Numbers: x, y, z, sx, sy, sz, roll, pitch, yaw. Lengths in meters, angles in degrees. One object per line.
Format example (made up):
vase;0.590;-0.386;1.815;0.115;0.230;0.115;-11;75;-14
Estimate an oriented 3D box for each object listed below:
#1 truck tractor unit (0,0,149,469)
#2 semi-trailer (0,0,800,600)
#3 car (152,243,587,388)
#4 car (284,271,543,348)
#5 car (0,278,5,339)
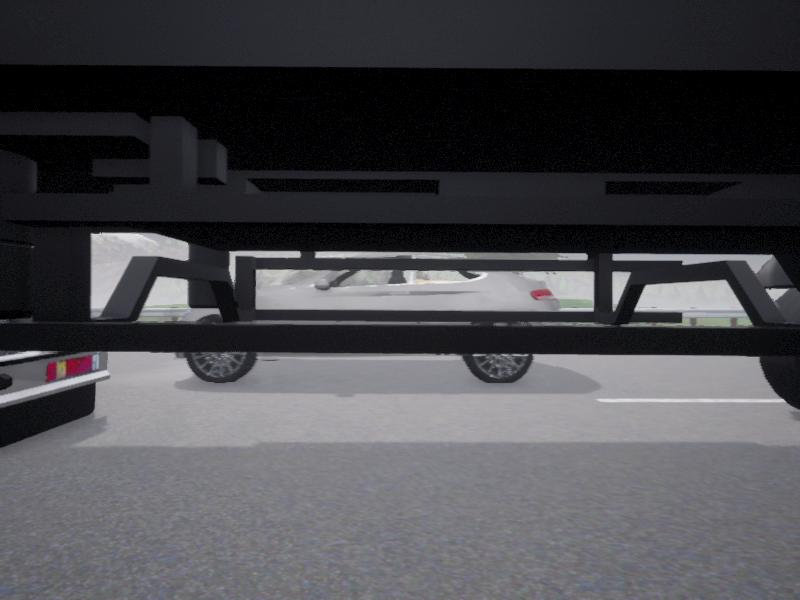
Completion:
truck tractor unit;-5.600;-1.126;2.194;6.516;4.208;3.053;0;0;0
semi-trailer;2.316;-1.215;2.211;14.254;4.402;2.717;0;0;0
car;-0.349;0.181;5.699;5.027;1.651;2.152;0;0;0
car;0.281;0.203;9.201;5.366;1.575;1.801;0;0;0
car;-12.325;0.214;9.198;4.514;1.525;2.007;0;0;0
